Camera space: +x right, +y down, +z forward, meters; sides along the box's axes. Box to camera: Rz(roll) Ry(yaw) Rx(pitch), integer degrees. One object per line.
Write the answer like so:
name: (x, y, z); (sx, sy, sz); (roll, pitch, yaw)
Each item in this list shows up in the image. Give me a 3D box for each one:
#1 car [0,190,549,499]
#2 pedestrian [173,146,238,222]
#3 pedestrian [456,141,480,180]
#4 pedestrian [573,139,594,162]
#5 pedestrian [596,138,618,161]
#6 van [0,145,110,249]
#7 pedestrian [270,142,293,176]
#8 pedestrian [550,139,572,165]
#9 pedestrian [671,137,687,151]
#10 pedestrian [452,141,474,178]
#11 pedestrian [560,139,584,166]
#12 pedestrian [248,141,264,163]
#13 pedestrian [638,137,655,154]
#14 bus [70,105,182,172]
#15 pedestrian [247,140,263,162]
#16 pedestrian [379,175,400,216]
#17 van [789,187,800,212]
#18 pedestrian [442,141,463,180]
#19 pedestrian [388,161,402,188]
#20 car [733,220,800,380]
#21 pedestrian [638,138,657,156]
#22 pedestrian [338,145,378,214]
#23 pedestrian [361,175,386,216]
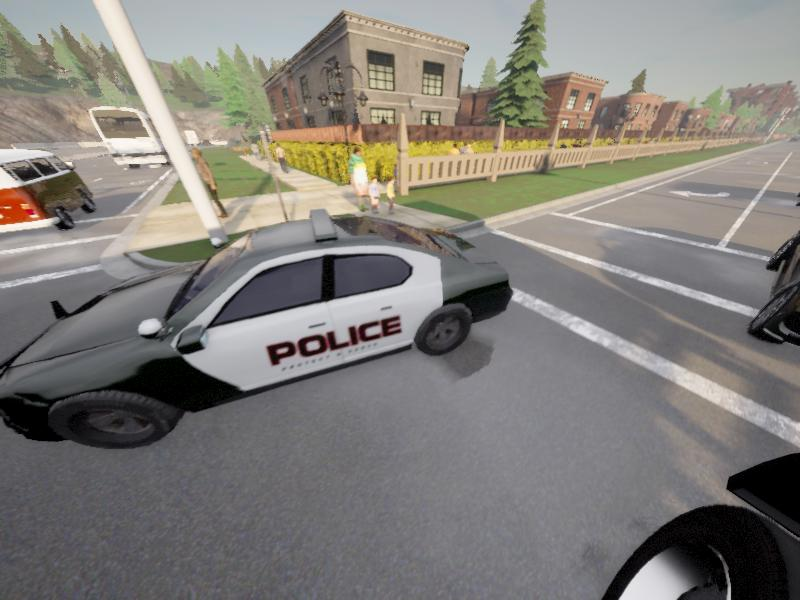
car: (-1.230, -0.130, 2.774); (4.974, 1.542, 2.038); (-12, 37, -16)
pedestrian: (-5.606, -3.377, 6.767); (0.751, 1.860, 0.751); (-22, 41, -28)
pedestrian: (3.938, -8.158, 13.510); (0.751, 1.860, 0.751); (-28, 43, -33)
pedestrian: (17.799, -14.536, 22.424); (0.751, 1.860, 0.751); (-22, 40, -27)
pedestrian: (20.432, -14.824, 22.808); (0.751, 1.860, 0.751); (-22, 41, -28)
van: (-11.346, -3.263, 6.870); (2.069, 2.038, 4.480); (-24, 42, -29)
pedestrian: (-7.746, -9.218, 15.115); (0.751, 1.860, 0.751); (-22, 40, -27)
pedestrian: (13.869, -12.750, 19.928); (0.751, 1.860, 0.751); (-20, 40, -26)
pedestrian: (43.499, -24.326, 36.066); (0.751, 1.860, 0.751); (-23, 41, -28)
pedestrian: (3.859, -8.606, 14.145); (0.751, 1.860, 0.751); (29, 44, 35)
pedestrian: (14.427, -12.389, 19.411); (0.751, 1.860, 0.751); (-22, 41, -28)
pedestrian: (-14.545, -15.000, 23.368); (0.751, 1.860, 0.751); (-22, 40, -27)
pedestrian: (33.277, -20.837, 31.213); (0.751, 1.860, 0.751); (-22, 41, -28)
bus: (-25.058, -15.403, 22.267); (3.944, 4.253, 10.273); (-22, 41, -27)
pedestrian: (-15.134, -15.504, 24.088); (0.751, 1.860, 0.751); (-21, 40, -27)
pedestrian: (-0.301, -3.310, 7.336); (0.500, 1.100, 0.500); (9, 36, 13)
van: (16.459, -4.389, 8.253); (4.442, 1.987, 1.775); (-22, 41, -28)
pedestrian: (3.045, -8.115, 13.456); (0.751, 1.860, 0.751); (19, 40, 25)
pedestrian: (-0.245, -6.192, 11.419); (0.500, 1.100, 0.500); (-26, 43, -32)
car: (6.907, -0.338, 2.915); (5.027, 1.651, 2.152); (-22, 41, -28)
pedestrian: (30.562, -18.927, 28.532); (0.751, 1.860, 0.751); (-22, 41, -28)
pedestrian: (-1.315, -3.885, 7.502); (0.751, 1.860, 0.751); (21, 40, 27)
pedestrian: (-0.834, -3.351, 7.399); (0.500, 1.100, 0.500); (24, 42, 31)
